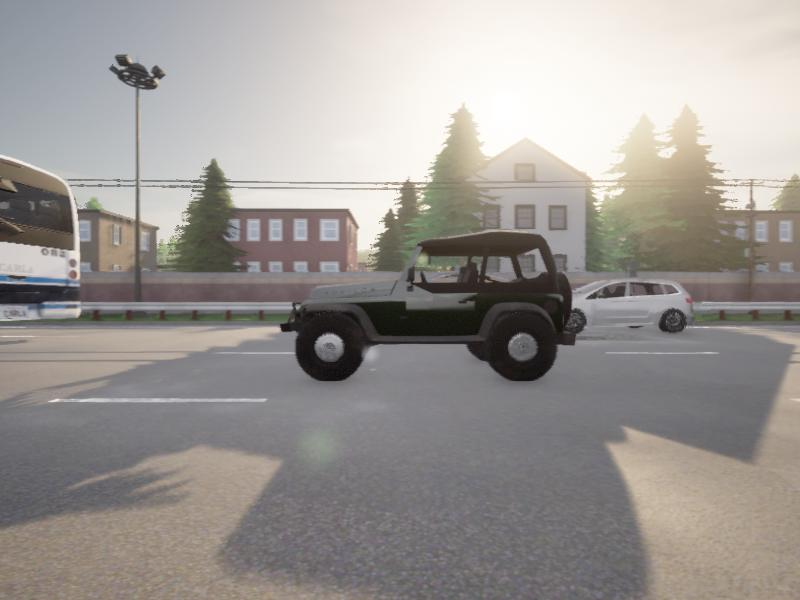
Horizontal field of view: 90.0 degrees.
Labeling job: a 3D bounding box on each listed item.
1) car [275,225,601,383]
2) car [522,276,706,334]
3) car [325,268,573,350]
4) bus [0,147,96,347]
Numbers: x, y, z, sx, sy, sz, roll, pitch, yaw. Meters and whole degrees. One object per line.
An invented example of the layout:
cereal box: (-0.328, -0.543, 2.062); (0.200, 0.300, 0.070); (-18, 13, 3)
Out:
car: (0.449, 0.046, 5.702); (3.866, 1.878, 1.905); (0, 0, 0)
car: (6.540, 0.156, 12.702); (4.611, 1.667, 2.242); (0, 0, 0)
car: (0.991, 0.180, 9.200); (5.027, 1.651, 2.152); (0, 0, 0)
bus: (-13.547, -1.131, 9.427); (10.273, 4.253, 3.944); (0, 0, 6)
